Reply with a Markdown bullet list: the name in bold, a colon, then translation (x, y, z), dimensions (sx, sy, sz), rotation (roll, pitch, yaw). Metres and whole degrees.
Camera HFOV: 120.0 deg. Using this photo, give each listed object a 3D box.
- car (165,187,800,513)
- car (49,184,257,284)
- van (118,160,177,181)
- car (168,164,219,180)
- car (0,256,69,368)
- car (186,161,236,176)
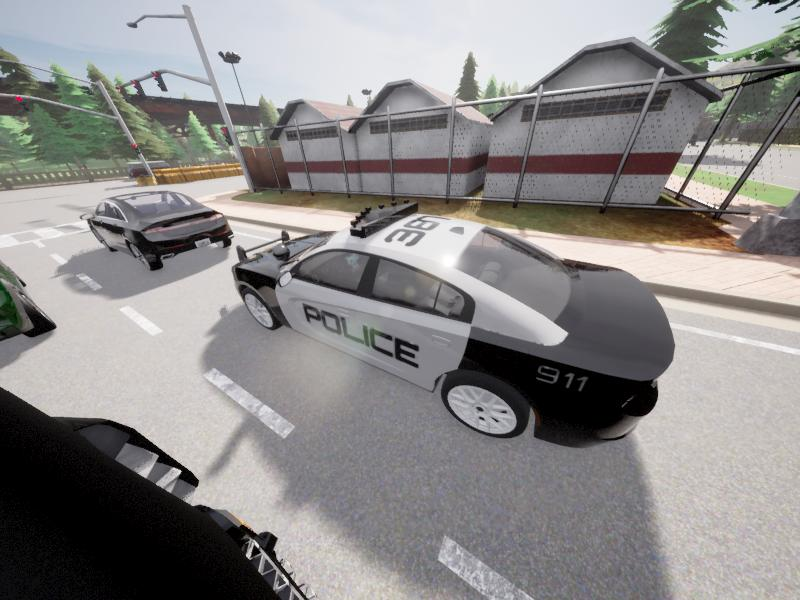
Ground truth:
- **car**: translation (-0.239, -0.326, 2.972), dimensions (5.238, 1.638, 1.930), rotation (16, 38, 26)
- **car**: translation (-6.622, -2.081, 6.225), dimensions (4.902, 1.511, 2.128), rotation (16, 38, 26)
- **van**: translation (-32.736, -16.896, 30.123), dimensions (1.775, 1.987, 4.442), rotation (15, 37, 24)
- **car**: translation (-25.627, -16.028, 28.825), dimensions (1.994, 1.385, 4.181), rotation (15, 37, 24)
- **car**: translation (-7.427, -0.188, 3.181), dimensions (4.553, 1.767, 2.097), rotation (16, 38, 26)
- **car**: translation (-26.894, -18.839, 33.028), dimensions (2.128, 1.511, 4.902), rotation (15, 37, 24)
